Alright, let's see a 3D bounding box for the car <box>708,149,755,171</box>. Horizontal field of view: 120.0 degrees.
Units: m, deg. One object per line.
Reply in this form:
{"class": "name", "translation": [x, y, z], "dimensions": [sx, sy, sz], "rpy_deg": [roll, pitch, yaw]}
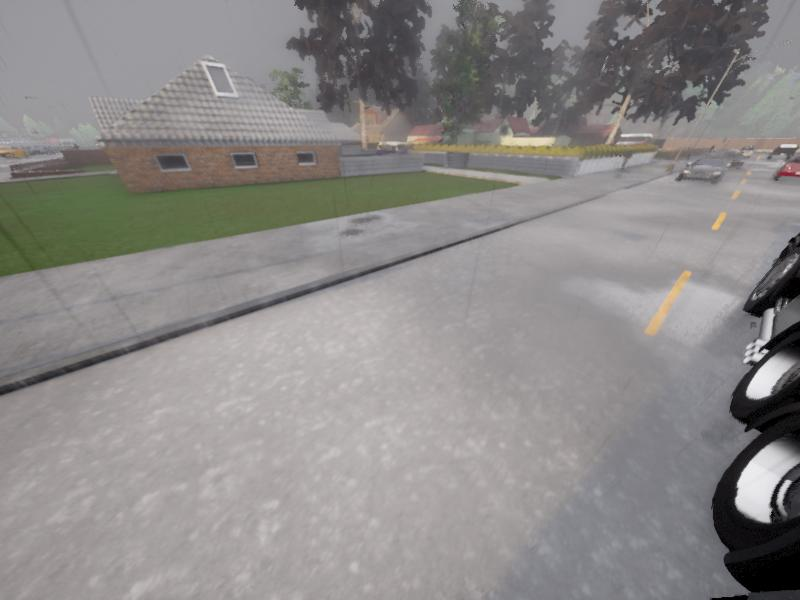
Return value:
{"class": "car", "translation": [34.548, -14.735, 24.229], "dimensions": [5.027, 1.651, 2.152], "rpy_deg": [-27, 43, -33]}

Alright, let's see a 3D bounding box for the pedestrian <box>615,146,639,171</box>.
{"class": "pedestrian", "translation": [20.704, -12.917, 21.069], "dimensions": [0.751, 1.860, 0.751], "rpy_deg": [-22, 40, -29]}

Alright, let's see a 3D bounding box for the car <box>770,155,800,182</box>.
{"class": "car", "translation": [29.310, -9.664, 16.917], "dimensions": [3.633, 1.501, 1.845], "rpy_deg": [-23, 41, -30]}

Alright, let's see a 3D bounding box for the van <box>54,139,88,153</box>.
{"class": "van", "translation": [-72.463, -34.171, 51.061], "dimensions": [2.351, 2.431, 6.366], "rpy_deg": [-23, 41, -30]}

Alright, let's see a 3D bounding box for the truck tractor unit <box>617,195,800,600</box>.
{"class": "truck tractor unit", "translation": [4.988, -0.404, 0.946], "dimensions": [6.516, 4.208, 3.053], "rpy_deg": [-23, 41, -29]}

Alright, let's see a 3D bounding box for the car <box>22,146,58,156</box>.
{"class": "car", "translation": [-61.644, -25.604, 39.634], "dimensions": [1.994, 1.385, 4.181], "rpy_deg": [-23, 41, -30]}

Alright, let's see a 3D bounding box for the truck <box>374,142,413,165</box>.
{"class": "truck", "translation": [-0.773, -16.391, 25.708], "dimensions": [2.069, 2.038, 4.478], "rpy_deg": [-23, 41, -30]}

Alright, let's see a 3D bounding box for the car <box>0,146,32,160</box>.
{"class": "car", "translation": [-55.119, -20.772, 32.514], "dimensions": [1.882, 1.535, 5.008], "rpy_deg": [-23, 41, -30]}

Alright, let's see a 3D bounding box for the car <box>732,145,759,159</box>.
{"class": "car", "translation": [61.040, -26.207, 40.819], "dimensions": [4.605, 1.855, 1.932], "rpy_deg": [-23, 41, -30]}

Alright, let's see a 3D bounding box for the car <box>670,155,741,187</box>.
{"class": "car", "translation": [21.017, -8.970, 15.861], "dimensions": [4.974, 1.542, 2.038], "rpy_deg": [-23, 41, -30]}
